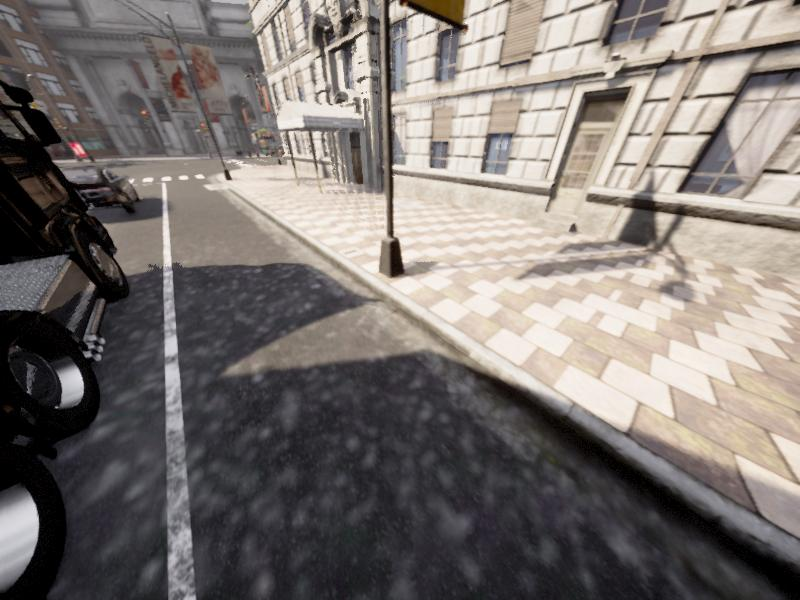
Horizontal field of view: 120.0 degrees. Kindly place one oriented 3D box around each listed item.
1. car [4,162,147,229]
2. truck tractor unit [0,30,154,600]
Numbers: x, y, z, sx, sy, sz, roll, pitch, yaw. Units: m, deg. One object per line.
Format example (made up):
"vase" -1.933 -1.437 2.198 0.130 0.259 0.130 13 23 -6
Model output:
"car" -11.926 -4.326 9.040 2.128 1.511 4.902 -26 42 -32
"truck tractor unit" -4.688 -0.583 1.220 3.053 4.208 6.516 -25 42 -32
